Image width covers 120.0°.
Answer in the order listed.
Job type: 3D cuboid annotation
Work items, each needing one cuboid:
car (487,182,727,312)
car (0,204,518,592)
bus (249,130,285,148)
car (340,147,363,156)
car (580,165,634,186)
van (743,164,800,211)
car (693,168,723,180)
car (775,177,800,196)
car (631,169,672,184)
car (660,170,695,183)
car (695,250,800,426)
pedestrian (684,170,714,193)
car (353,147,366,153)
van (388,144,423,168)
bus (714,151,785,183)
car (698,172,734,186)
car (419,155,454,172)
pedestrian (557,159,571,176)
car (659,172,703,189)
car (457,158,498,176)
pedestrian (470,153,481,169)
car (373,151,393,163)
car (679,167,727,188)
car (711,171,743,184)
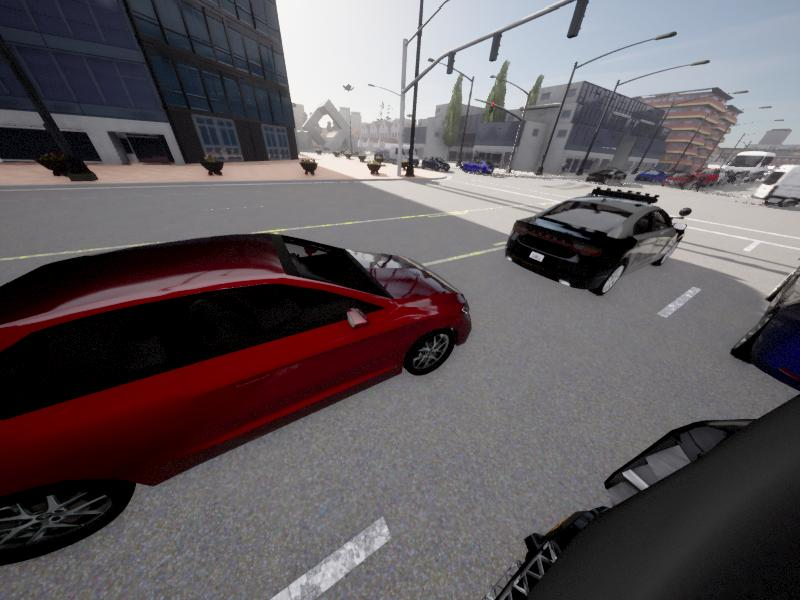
[{"bbox_3d":[4.752,-1.608,5.289,5.238,1.638,1.930,-16,38,-26],"label":"car"},{"bbox_3d":[-1.189,0.152,2.295,4.193,1.474,1.816,-16,38,-26],"label":"car"},{"bbox_3d":[-42.471,-51.487,74.237,3.944,4.253,10.273,9,33,7],"label":"bus"},{"bbox_3d":[-11.734,-35.944,56.037,4.974,1.542,2.038,-13,37,-25],"label":"car"},{"bbox_3d":[22.066,-13.241,24.607,5.238,1.638,1.930,-13,37,-24],"label":"car"},{"bbox_3d":[28.372,-7.134,15.073,5.915,2.561,1.988,23,39,27],"label":"van"},{"bbox_3d":[55.608,-22.791,41.663,5.008,1.535,1.882,-17,38,-26],"label":"car"},{"bbox_3d":[46.457,-13.284,26.942,5.008,1.535,1.882,-16,38,-26],"label":"car"},{"bbox_3d":[32.568,-16.038,29.938,5.008,1.535,1.882,-16,38,-26],"label":"car"},{"bbox_3d":[41.558,-18.579,34.573,4.892,1.490,1.837,-16,38,-26],"label":"car"},{"bbox_3d":[6.340,0.235,2.776,4.792,1.488,2.163,-16,38,-26],"label":"car"},{"bbox_3d":[28.624,-11.374,22.148,0.751,1.860,0.751,10,34,10],"label":"pedestrian"},{"bbox_3d":[-16.031,-59.180,91.217,4.514,1.525,2.007,11,34,11],"label":"car"},{"bbox_3d":[0.623,-20.772,33.157,1.988,2.561,5.915,-15,38,-26],"label":"van"},{"bbox_3d":[59.333,-22.680,39.280,10.273,4.253,3.944,-17,38,-26],"label":"bus"},{"bbox_3d":[45.349,-17.415,33.144,4.674,1.442,1.812,-16,38,-26],"label":"car"},{"bbox_3d":[4.322,-16.609,28.135,1.816,1.474,4.193,-15,38,-26],"label":"car"},{"bbox_3d":[21.614,-17.445,30.469,0.751,1.860,0.751,-20,40,-32],"label":"pedestrian"},{"bbox_3d":[31.774,-13.532,26.135,4.674,1.442,1.812,-16,38,-26],"label":"car"},{"bbox_3d":[9.072,-15.755,27.304,1.816,1.474,4.193,-17,39,-29],"label":"car"},{"bbox_3d":[10.646,-19.586,32.654,0.751,1.860,0.751,-22,41,-33],"label":"pedestrian"},{"bbox_3d":[-2.805,-23.661,38.154,1.845,1.501,3.633,-16,38,-27],"label":"car"},{"bbox_3d":[38.873,-15.783,29.656,5.566,2.045,2.150,-16,38,-26],"label":"car"},{"bbox_3d":[50.677,-19.007,35.836,4.193,1.474,1.816,-17,38,-26],"label":"car"}]
